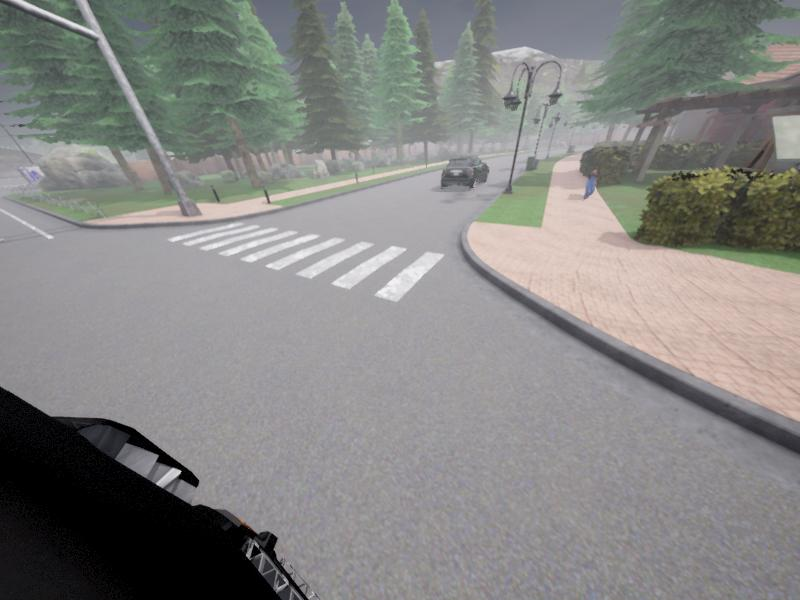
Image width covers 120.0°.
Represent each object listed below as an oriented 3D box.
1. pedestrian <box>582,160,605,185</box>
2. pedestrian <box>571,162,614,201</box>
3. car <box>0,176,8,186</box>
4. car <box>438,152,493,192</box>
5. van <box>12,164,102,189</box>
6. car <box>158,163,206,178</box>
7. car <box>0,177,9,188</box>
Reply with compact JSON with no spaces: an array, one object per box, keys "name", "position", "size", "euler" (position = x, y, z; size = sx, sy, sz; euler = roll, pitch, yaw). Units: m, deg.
[{"name":"pedestrian","position":[10.245,-6.779,12.281],"size":[0.500,1.100,0.500],"euler":[9,36,18]},{"name":"pedestrian","position":[7.717,-4.786,9.347],"size":[0.751,1.300,0.751],"euler":[6,35,13]},{"name":"car","position":[-68.346,-19.053,37.277],"size":[2.033,1.649,4.856],"euler":[15,38,25]},{"name":"car","position":[4.327,-8.409,14.967],"size":[2.097,1.767,4.553],"euler":[15,38,26]},{"name":"van","position":[-47.293,-17.288,32.152],"size":[2.351,2.431,6.366],"euler":[15,38,25]},{"name":"car","position":[-35.493,-21.214,37.816],"size":[2.152,1.651,5.027],"euler":[15,38,25]},{"name":"car","position":[-62.220,-17.311,34.370],"size":[1.970,1.475,3.806],"euler":[15,38,25]}]
